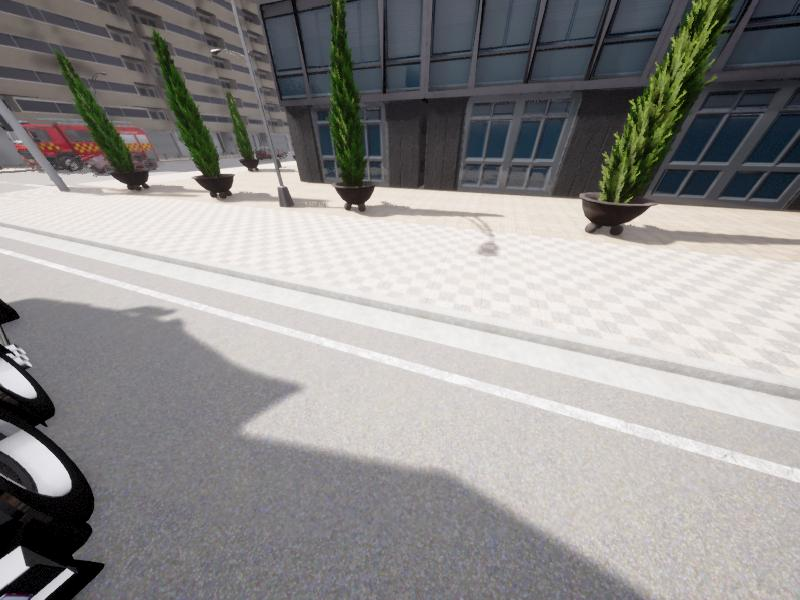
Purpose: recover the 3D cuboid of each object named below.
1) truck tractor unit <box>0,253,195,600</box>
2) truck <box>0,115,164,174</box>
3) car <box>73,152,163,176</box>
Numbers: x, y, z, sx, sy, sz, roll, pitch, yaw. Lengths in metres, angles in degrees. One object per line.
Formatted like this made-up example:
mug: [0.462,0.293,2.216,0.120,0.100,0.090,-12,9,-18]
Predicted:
truck tractor unit: [-5.092,-0.320,0.808,6.516,4.208,3.053,19,39,25]
truck: [-29.184,-14.656,21.844,2.891,3.827,8.468,11,36,16]
car: [-23.200,-11.423,19.305,1.994,1.385,4.181,12,36,16]
